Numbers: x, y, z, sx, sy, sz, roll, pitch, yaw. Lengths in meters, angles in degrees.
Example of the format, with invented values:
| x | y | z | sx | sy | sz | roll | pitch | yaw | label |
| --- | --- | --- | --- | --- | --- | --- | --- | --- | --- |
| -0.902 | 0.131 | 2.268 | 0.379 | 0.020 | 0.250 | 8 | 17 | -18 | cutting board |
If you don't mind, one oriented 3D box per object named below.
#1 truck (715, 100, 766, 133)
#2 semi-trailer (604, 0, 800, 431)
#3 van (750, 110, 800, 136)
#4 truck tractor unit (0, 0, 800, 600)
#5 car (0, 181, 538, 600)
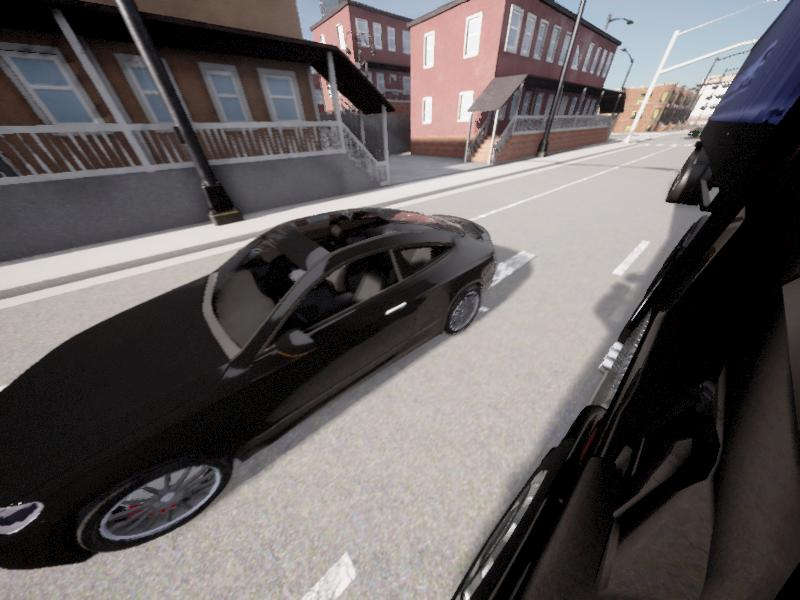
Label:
| x | y | z | sx | sy | sz | roll | pitch | yaw | label |
| --- | --- | --- | --- | --- | --- | --- | --- | --- | --- |
| 55.593 | -29.822 | 37.714 | 8.468 | 3.827 | 2.891 | -27 | 43 | -30 | truck |
| 8.355 | -3.795 | 4.571 | 2.717 | 4.402 | 14.254 | 30 | 47 | 35 | semi-trailer |
| 48.684 | -23.024 | 30.086 | 6.366 | 2.431 | 2.351 | -27 | 43 | -29 | van |
| 2.645 | -0.295 | 0.351 | 6.516 | 4.208 | 3.053 | -28 | 44 | -30 | truck tractor unit |
| -0.783 | -0.071 | 2.523 | 4.674 | 1.442 | 1.812 | -26 | 43 | -29 | car |
